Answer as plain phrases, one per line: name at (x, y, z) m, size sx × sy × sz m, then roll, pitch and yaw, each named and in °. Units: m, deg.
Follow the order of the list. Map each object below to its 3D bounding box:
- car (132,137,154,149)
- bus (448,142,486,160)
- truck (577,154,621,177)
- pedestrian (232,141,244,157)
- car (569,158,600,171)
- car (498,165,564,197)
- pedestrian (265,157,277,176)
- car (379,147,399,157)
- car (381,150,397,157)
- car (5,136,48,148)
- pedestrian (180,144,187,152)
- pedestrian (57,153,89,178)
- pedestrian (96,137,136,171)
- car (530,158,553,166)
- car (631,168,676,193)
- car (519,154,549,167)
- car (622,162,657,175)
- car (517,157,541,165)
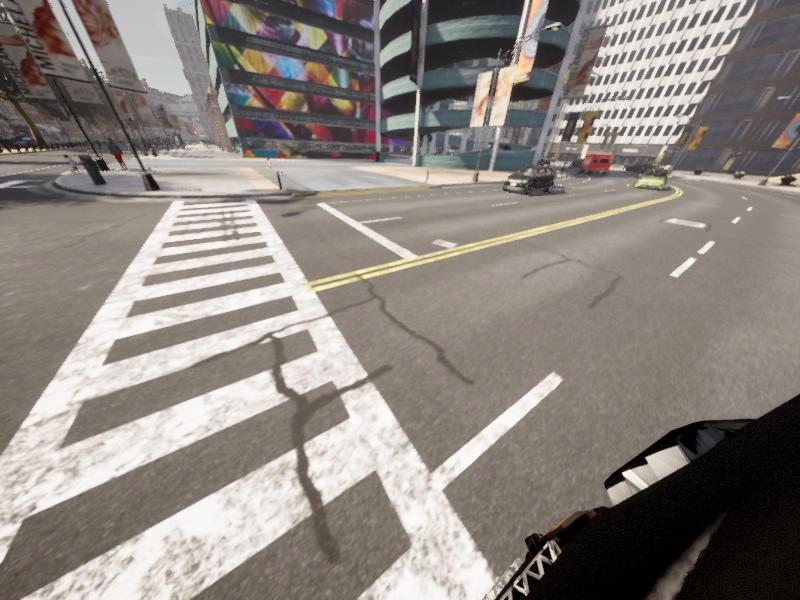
car at (-54.114, -33.114, 48.746) m, size 1.932 × 1.855 × 4.605 m, roll -19°, pitch 39°, yaw -29°
bus at (19.786, -44.574, 69.103) m, size 3.944 × 4.253 × 10.273 m, roll -19°, pitch 39°, yaw -29°
truck at (28.165, -19.308, 32.996) m, size 2.627 × 2.467 × 5.204 m, roll 13°, pitch 34°, yaw 14°
pedestrian at (-23.870, -22.273, 34.100) m, size 0.751 × 1.860 × 0.751 m, roll 26°, pitch 40°, yaw 31°
car at (33.701, -24.904, 42.399) m, size 1.932 × 1.855 × 4.605 m, roll 3°, pitch 34°, yaw 0°
car at (8.451, -7.754, 14.919) m, size 3.705 × 1.549 × 1.789 m, roll -19°, pitch 39°, yaw -29°
pedestrian at (-9.225, -9.546, 16.505) m, size 0.500 × 1.100 × 0.500 m, roll -14°, pitch 37°, yaw -23°
car at (-2.913, -38.499, 59.966) m, size 2.435 × 2.045 × 5.566 m, roll -19°, pitch 39°, yaw -29°
car at (-2.961, -38.200, 60.221) m, size 2.007 × 1.523 × 4.514 m, roll -19°, pitch 39°, yaw -29°
car at (-57.357, -24.327, 35.585) m, size 1.812 × 1.442 × 4.674 m, roll -19°, pitch 39°, yaw -29°
pedestrian at (-38.115, -26.775, 40.628) m, size 0.500 × 1.100 × 0.500 m, roll -13°, pitch 37°, yaw -23°
pedestrian at (-17.280, -7.099, 12.232) m, size 0.500 × 1.100 × 0.500 m, roll -26°, pitch 43°, yaw -36°
pedestrian at (-18.729, -9.640, 15.295) m, size 0.751 × 1.860 × 0.751 m, roll -11°, pitch 36°, yaw -20°
car at (34.258, -33.516, 55.946) m, size 1.994 × 1.385 × 4.181 m, roll -11°, pitch 36°, yaw -20°
car at (21.874, -10.440, 19.958) m, size 2.007 × 1.525 × 4.514 m, roll 30°, pitch 42°, yaw 35°
car at (29.079, -30.394, 50.256) m, size 2.150 × 2.045 × 5.566 m, roll -6°, pitch 34°, yaw -14°
car at (40.219, -22.133, 38.897) m, size 1.851 × 1.617 × 3.988 m, roll 6°, pitch 34°, yaw 5°
car at (30.793, -33.247, 55.239) m, size 2.007 × 1.525 × 4.514 m, roll -11°, pitch 36°, yaw -20°
